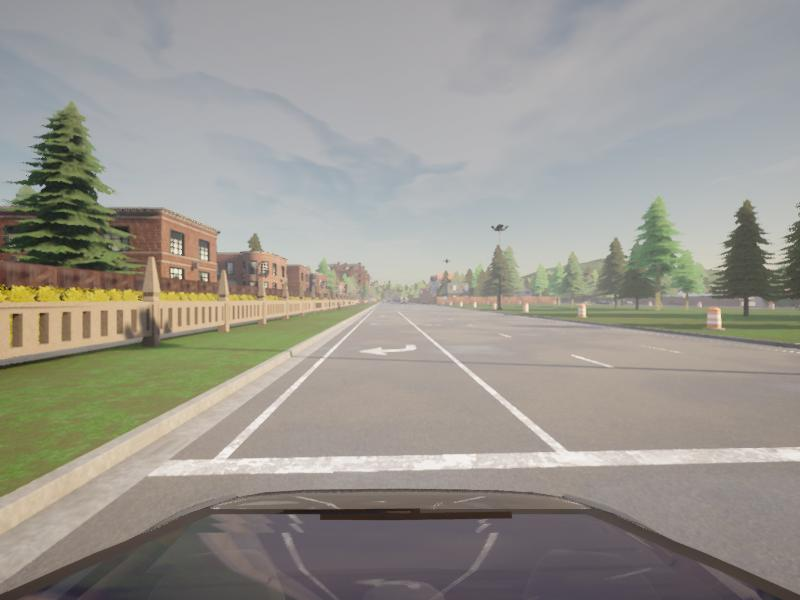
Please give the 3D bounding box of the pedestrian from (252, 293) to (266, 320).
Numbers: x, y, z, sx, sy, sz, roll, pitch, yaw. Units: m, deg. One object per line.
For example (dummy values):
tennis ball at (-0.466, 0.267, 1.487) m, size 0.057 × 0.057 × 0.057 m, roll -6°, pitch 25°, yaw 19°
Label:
pedestrian at (-10.052, 0.465, 28.536) m, size 0.751 × 1.860 × 0.751 m, roll 0°, pitch 0°, yaw -3°

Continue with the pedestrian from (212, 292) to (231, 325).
pedestrian at (-10.049, 0.470, 22.517) m, size 0.751 × 1.860 × 0.751 m, roll 0°, pitch 0°, yaw 0°
